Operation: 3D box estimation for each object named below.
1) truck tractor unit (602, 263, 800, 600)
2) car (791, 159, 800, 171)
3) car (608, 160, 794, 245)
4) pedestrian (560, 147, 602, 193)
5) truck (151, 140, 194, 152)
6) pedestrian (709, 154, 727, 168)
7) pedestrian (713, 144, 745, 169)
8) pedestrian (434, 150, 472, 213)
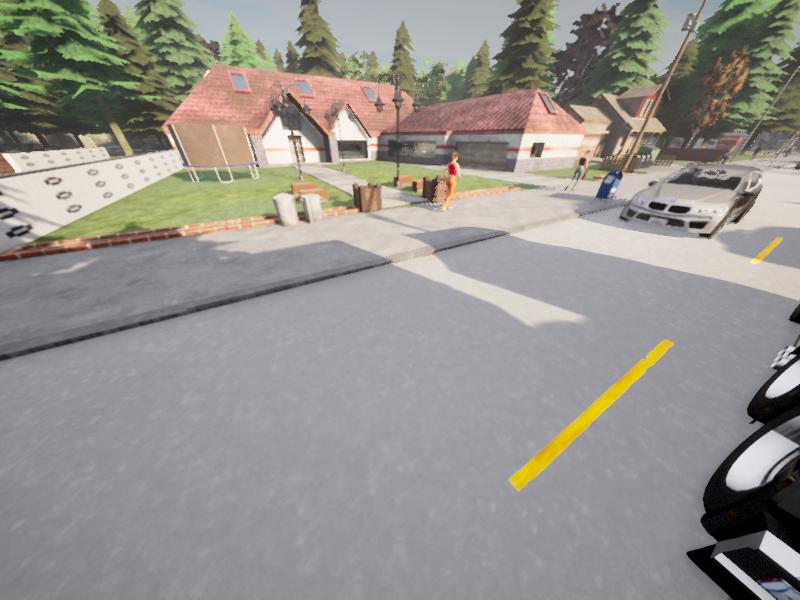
[{"bbox_3d":[5.115,-0.294,0.795,6.516,4.208,3.053,-18,39,-24],"label":"truck tractor unit"},{"bbox_3d":[39.321,-13.021,21.629,3.806,1.475,1.970,-18,39,-24],"label":"car"},{"bbox_3d":[9.490,-3.341,7.387,4.611,1.667,2.242,-18,39,-24],"label":"car"},{"bbox_3d":[8.847,-6.385,11.359,0.751,1.860,0.751,-20,40,-27],"label":"pedestrian"},{"bbox_3d":[-51.439,-35.011,52.462,6.274,2.098,2.390,-18,39,-24],"label":"truck"},{"bbox_3d":[30.486,-13.356,22.160,0.500,1.100,0.500,-18,39,-24],"label":"pedestrian"},{"bbox_3d":[30.256,-13.206,21.280,0.751,1.860,0.751,-12,37,-17],"label":"pedestrian"},{"bbox_3d":[1.797,-4.126,8.075,0.751,1.860,0.751,-22,40,-28],"label":"pedestrian"}]
